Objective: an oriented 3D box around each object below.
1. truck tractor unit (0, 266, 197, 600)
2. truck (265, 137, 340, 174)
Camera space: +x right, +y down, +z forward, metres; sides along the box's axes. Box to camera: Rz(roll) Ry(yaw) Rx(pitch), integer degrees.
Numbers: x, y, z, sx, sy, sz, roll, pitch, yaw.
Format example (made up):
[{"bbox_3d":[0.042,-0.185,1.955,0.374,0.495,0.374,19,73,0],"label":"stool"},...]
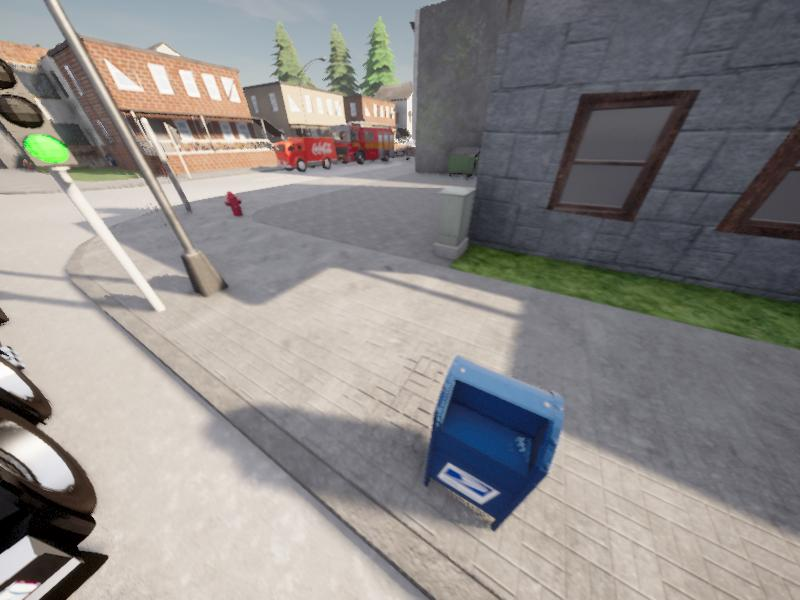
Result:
[{"bbox_3d":[-5.115,-0.297,0.777,6.516,4.208,3.053,18,39,24],"label":"truck tractor unit"},{"bbox_3d":[-8.401,-12.998,20.587,2.627,2.467,5.204,20,40,26],"label":"truck"}]
